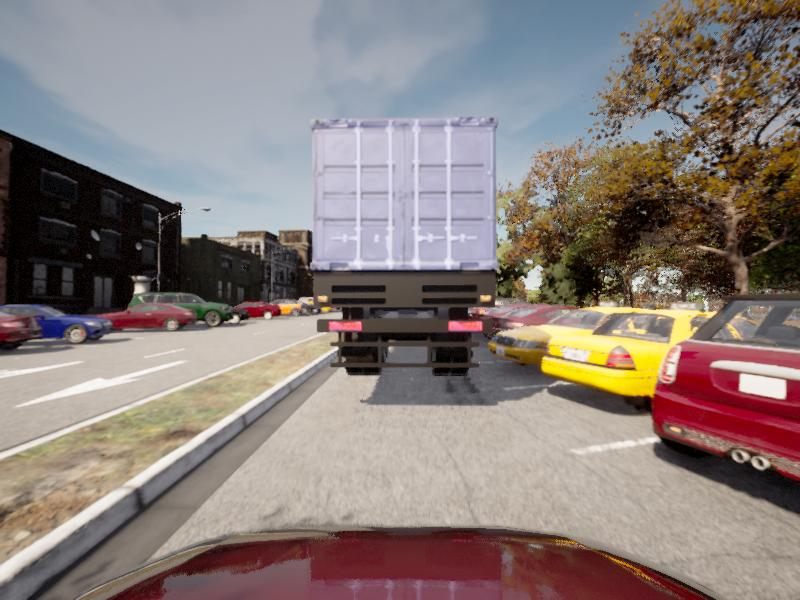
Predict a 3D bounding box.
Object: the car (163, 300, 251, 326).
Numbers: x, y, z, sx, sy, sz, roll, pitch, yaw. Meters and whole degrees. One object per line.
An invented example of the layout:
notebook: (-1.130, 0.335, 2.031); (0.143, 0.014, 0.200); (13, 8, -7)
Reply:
car: (-12.655, 0.840, 26.596); (5.008, 1.535, 2.097); (-1, 0, -17)

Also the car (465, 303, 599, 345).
car: (5.110, 0.869, 15.608); (4.674, 1.452, 2.002); (1, 0, -18)

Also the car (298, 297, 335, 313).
car: (-10.566, 0.625, 50.697); (4.442, 1.987, 1.878); (-1, 0, -14)

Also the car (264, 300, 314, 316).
car: (-11.511, 0.850, 41.657); (4.892, 1.521, 2.231); (-1, 0, -15)

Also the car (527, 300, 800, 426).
car: (5.038, 0.828, 6.787); (5.366, 1.575, 1.946); (1, 0, -19)

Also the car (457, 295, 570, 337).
car: (5.205, 0.702, 18.559); (4.553, 1.767, 2.185); (1, 0, -17)

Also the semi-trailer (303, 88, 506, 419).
semi-trailer: (0.255, -0.616, 12.486); (2.717, 4.402, 14.254); (0, 0, 2)

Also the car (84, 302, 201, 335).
car: (-12.969, 0.876, 20.556); (4.674, 1.452, 2.002); (-1, 0, -18)

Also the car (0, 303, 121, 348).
car: (-13.228, 0.872, 14.524); (4.674, 1.452, 2.002); (-1, 0, -18)

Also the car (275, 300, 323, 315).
car: (-11.261, 0.850, 44.666); (5.008, 1.535, 2.097); (-1, 0, -15)

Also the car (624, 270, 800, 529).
car: (4.781, 0.703, 3.757); (4.553, 1.767, 2.185); (1, 0, -19)

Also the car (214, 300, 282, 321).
car: (-12.246, 0.843, 32.620); (5.008, 1.535, 2.097); (-1, 0, -16)

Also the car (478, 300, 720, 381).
car: (4.756, 0.823, 9.624); (5.366, 1.575, 1.946); (1, 0, -18)

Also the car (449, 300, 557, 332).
car: (5.547, 0.827, 21.581); (5.366, 1.575, 1.946); (1, 0, -17)

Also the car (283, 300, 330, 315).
car: (-11.146, 0.851, 47.612); (5.366, 1.575, 1.946); (-1, 0, -15)

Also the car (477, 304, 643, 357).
car: (5.010, 0.869, 12.648); (4.674, 1.452, 2.002); (1, 0, -18)

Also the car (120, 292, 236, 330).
car: (-12.798, 0.586, 23.591); (5.566, 2.045, 2.435); (-1, 0, -17)

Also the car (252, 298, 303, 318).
car: (-11.759, 0.721, 38.648); (4.553, 1.767, 2.185); (-1, 0, -16)

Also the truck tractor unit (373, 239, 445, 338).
truck tractor unit: (0.520, -0.519, 20.396); (3.053, 4.208, 6.516); (0, 0, 3)

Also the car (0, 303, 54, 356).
car: (-13.320, 0.870, 11.501); (4.674, 1.452, 2.002); (-1, 0, -19)
